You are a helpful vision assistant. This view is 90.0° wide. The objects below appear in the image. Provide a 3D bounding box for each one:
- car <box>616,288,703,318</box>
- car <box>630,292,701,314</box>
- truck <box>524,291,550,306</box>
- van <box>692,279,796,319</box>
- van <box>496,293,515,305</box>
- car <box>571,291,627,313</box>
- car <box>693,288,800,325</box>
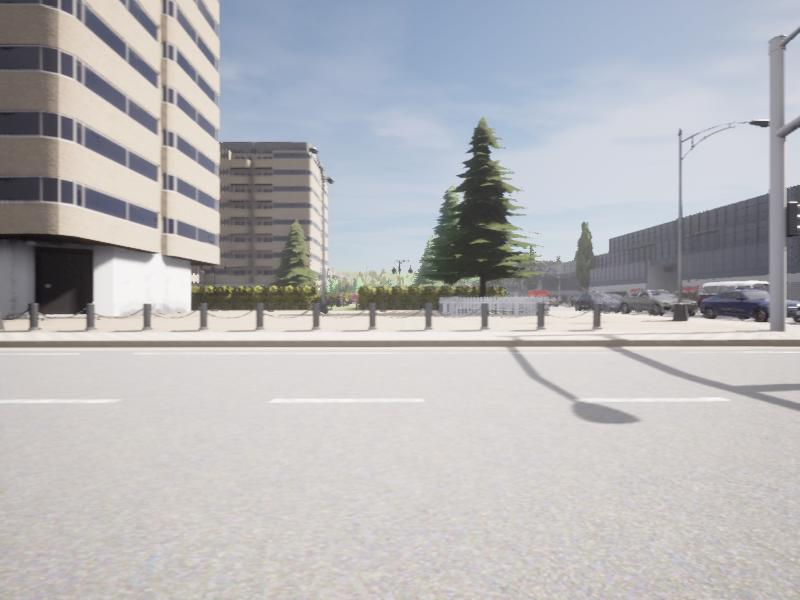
[{"bbox_3d":[15.886,0.163,24.941,2.152,1.651,5.027,0,0,0],"label":"car"},{"bbox_3d":[19.358,0.201,29.494,1.882,1.535,5.008,0,0,0],"label":"car"},{"bbox_3d":[22.633,-0.271,66.391,2.627,2.467,5.204,0,0,0],"label":"truck"},{"bbox_3d":[19.392,-0.050,22.897,2.069,2.038,4.480,0,0,-1],"label":"van"},{"bbox_3d":[22.428,-0.254,85.191,2.351,2.431,6.366,0,0,-1],"label":"van"},{"bbox_3d":[15.840,0.160,32.166,2.033,1.649,4.856,0,0,0],"label":"car"},{"bbox_3d":[15.873,0.252,18.141,1.812,1.442,4.674,0,0,1],"label":"car"}]
